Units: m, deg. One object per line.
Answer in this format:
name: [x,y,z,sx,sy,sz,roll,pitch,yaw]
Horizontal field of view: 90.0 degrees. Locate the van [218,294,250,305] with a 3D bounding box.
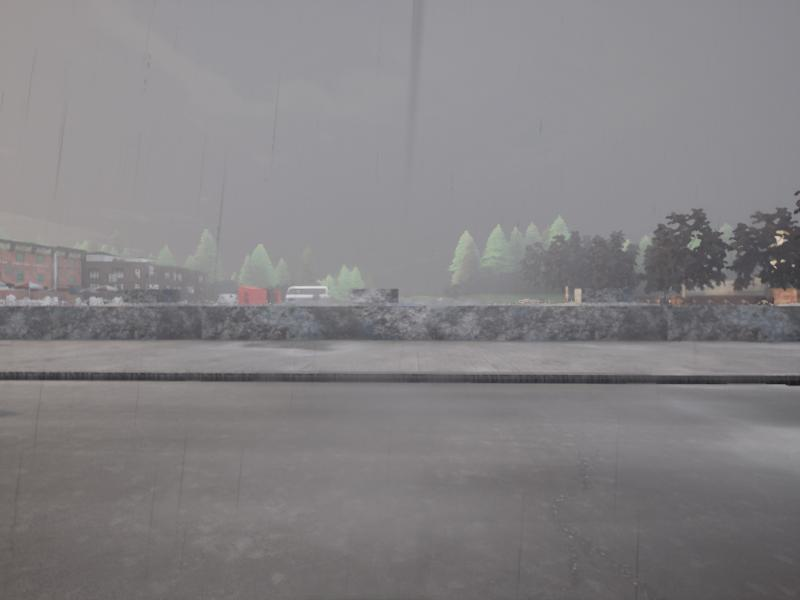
van: [-37.532,-0.189,90.432,6.366,2.431,2.351,0,0,2]

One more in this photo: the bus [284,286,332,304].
bus: [-21.568,-1.113,93.791,10.273,4.253,3.944,0,0,2]
